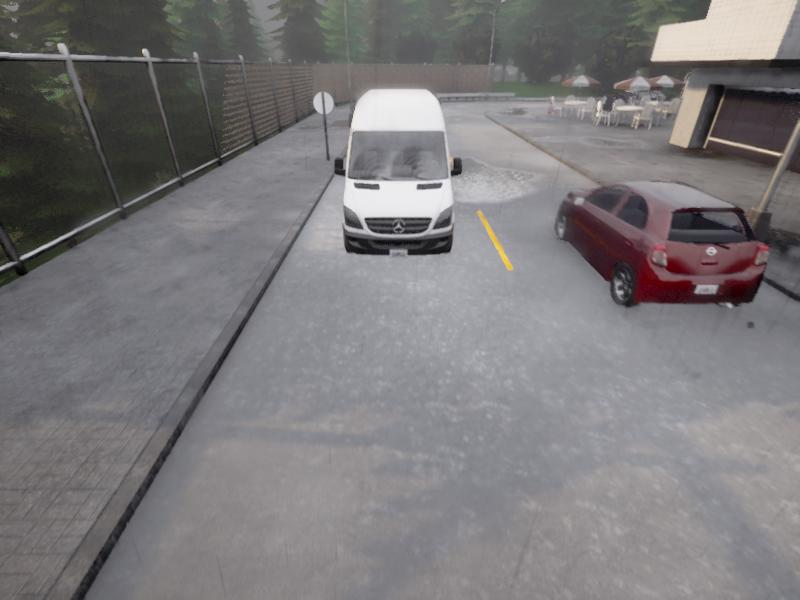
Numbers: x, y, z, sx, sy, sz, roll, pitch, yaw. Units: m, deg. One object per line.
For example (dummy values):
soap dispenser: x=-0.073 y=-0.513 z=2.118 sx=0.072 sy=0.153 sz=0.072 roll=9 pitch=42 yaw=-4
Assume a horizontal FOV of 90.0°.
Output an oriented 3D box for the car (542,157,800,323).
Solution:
car: x=3.977 y=-1.247 z=6.651 sx=1.845 sy=1.501 sz=3.633 roll=0 pitch=30 yaw=0

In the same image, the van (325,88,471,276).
van: x=-0.036 y=-2.992 z=8.639 sx=1.988 sy=2.561 sz=5.915 roll=0 pitch=30 yaw=0

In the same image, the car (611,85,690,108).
car: x=21.571 y=-17.640 z=34.637 sx=5.238 sy=1.638 sz=1.930 roll=0 pitch=30 yaw=0

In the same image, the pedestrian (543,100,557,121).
pedestrian: x=9.355 y=-11.829 z=24.957 sx=0.500 sy=1.100 sz=0.500 roll=1 pitch=30 yaw=1
